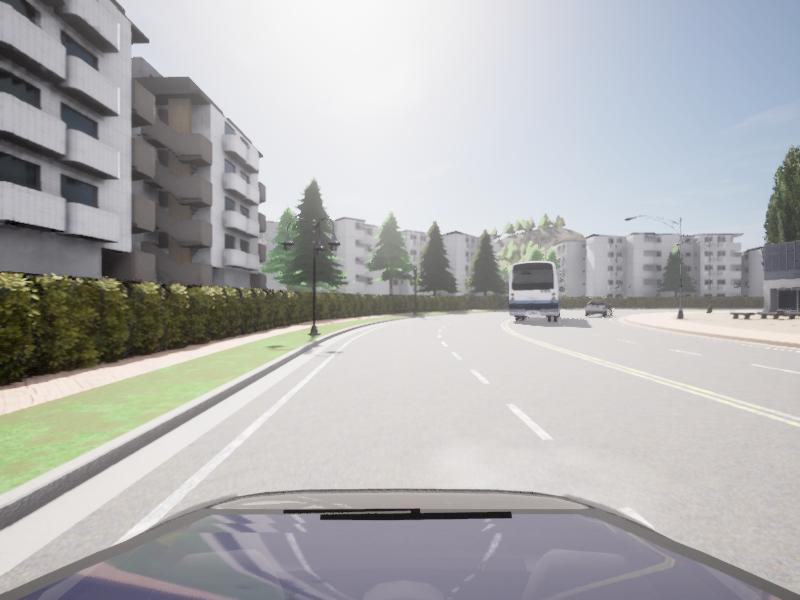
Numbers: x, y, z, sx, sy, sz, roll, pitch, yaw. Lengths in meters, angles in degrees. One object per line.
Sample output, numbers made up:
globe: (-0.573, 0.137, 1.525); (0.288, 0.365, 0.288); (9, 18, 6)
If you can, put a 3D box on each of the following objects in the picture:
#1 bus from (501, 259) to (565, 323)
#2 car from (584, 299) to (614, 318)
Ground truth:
bus: (11.002, -0.565, 32.079); (3.944, 4.253, 10.273); (-1, 0, 23)
car: (18.848, 0.749, 37.741); (1.851, 1.617, 3.988); (0, 0, 37)
